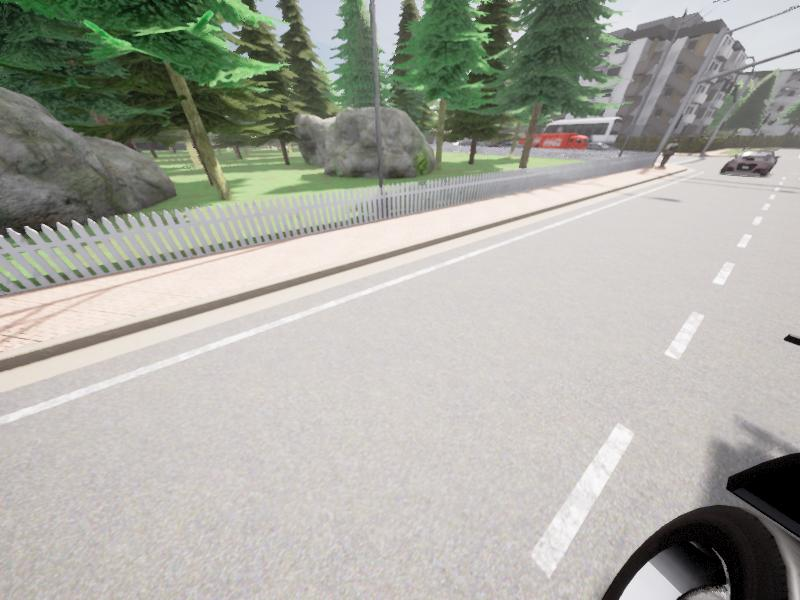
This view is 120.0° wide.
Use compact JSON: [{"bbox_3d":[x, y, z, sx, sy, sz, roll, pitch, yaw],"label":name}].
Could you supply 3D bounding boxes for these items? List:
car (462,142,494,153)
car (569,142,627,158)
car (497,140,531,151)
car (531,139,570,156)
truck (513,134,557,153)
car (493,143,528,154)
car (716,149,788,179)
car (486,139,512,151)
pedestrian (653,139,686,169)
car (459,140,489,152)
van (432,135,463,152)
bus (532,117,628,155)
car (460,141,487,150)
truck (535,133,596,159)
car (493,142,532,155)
[{"bbox_3d":[12.989,-25.746,38.934,1.837,1.490,4.892,-21,40,-26],"label":"car"},{"bbox_3d":[24.877,-19.008,29.253,2.128,1.511,4.902,-21,40,-26],"label":"car"},{"bbox_3d":[21.535,-29.353,43.876,1.801,1.575,5.366,-21,40,-26],"label":"car"},{"bbox_3d":[21.551,-22.079,33.307,1.905,1.878,3.866,-21,40,-26],"label":"car"},{"bbox_3d":[21.937,-25.667,37.881,2.627,2.467,5.204,-21,40,-26],"label":"truck"},{"bbox_3d":[18.013,-24.947,37.922,1.895,1.301,4.718,-21,40,-26],"label":"car"},{"bbox_3d":[23.839,-9.307,15.649,4.181,1.385,1.994,-22,40,-27],"label":"car"},{"bbox_3d":[18.237,-28.682,42.692,1.905,1.878,3.866,-21,40,-26],"label":"car"},{"bbox_3d":[20.164,-10.971,17.316,0.751,1.860,0.751,-22,40,-27],"label":"pedestrian"},{"bbox_3d":[13.710,-28.857,43.221,2.152,1.651,5.027,-21,40,-26],"label":"car"},{"bbox_3d":[8.802,-29.846,43.872,1.988,2.561,5.915,-21,41,-26],"label":"van"},{"bbox_3d":[27.128,-25.399,35.903,3.944,4.253,10.273,-21,40,-26],"label":"bus"},{"bbox_3d":[14.846,-31.517,47.048,1.882,1.535,5.008,-21,40,-26],"label":"car"},{"bbox_3d":[20.600,-19.462,29.109,2.627,2.467,5.204,-21,40,-26],"label":"truck"},{"bbox_3d":[16.578,-22.596,34.435,1.837,1.490,4.892,-21,40,-26],"label":"car"}]
